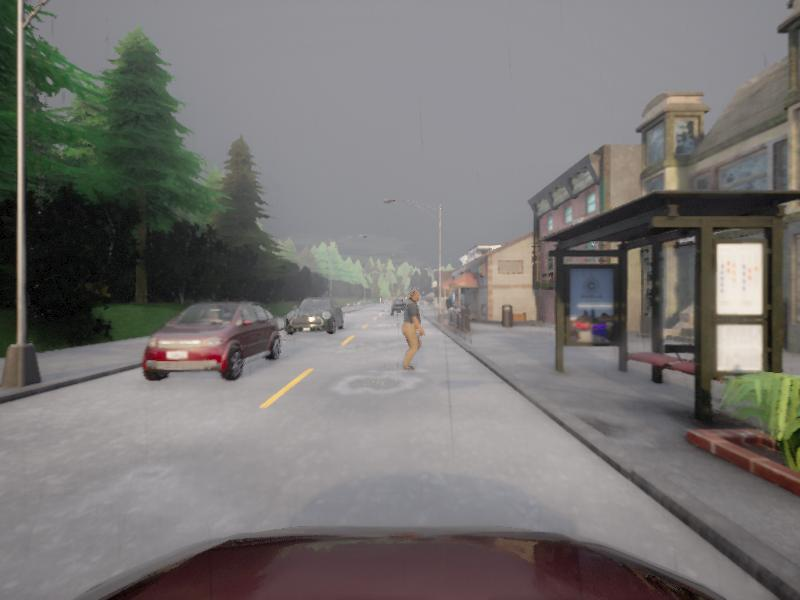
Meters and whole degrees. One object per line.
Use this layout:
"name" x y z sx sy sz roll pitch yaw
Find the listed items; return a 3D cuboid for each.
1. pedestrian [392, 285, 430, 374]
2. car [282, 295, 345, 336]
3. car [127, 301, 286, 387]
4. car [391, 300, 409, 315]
"pedestrian" 0.219 0.619 8.784 0.751 1.860 0.751 0 0 -4
"car" -3.996 0.653 19.347 2.097 1.767 4.553 0 0 0
"car" -3.998 0.798 9.035 1.789 1.549 3.705 0 0 0
"car" 0.011 0.759 41.971 1.837 1.490 4.892 0 0 0
